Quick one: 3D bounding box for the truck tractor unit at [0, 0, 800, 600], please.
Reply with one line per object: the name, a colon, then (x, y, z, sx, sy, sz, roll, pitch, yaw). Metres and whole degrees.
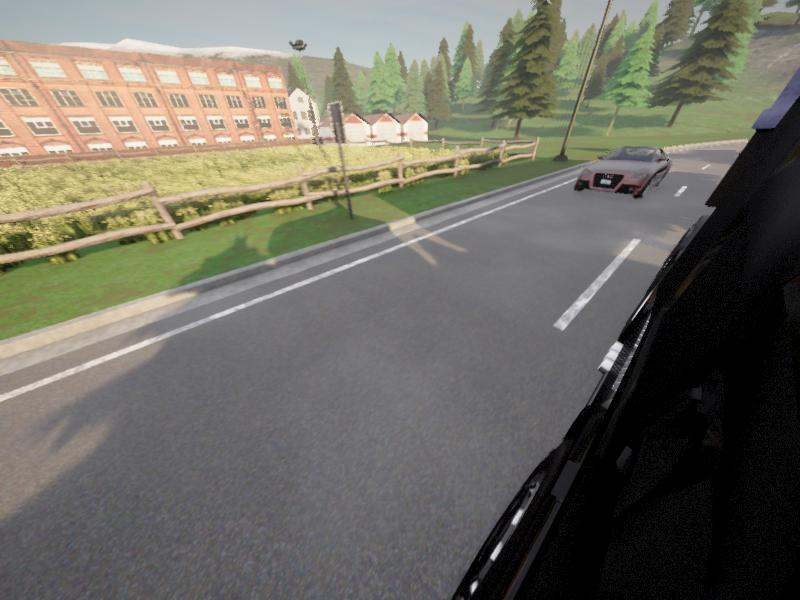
truck tractor unit: (2.645, -0.295, 0.352, 6.516, 4.208, 3.053, -28, 44, -30)

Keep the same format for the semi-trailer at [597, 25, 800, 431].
semi-trailer: (8.785, -3.533, 4.157, 14.254, 4.402, 2.717, -27, 43, -29)

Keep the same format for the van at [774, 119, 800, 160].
van: (23.280, -8.995, 12.599, 4.480, 2.038, 2.069, -29, 42, -32)

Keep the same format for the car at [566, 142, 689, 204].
car: (8.382, -4.851, 8.530, 4.181, 1.385, 1.994, -27, 43, -29)
